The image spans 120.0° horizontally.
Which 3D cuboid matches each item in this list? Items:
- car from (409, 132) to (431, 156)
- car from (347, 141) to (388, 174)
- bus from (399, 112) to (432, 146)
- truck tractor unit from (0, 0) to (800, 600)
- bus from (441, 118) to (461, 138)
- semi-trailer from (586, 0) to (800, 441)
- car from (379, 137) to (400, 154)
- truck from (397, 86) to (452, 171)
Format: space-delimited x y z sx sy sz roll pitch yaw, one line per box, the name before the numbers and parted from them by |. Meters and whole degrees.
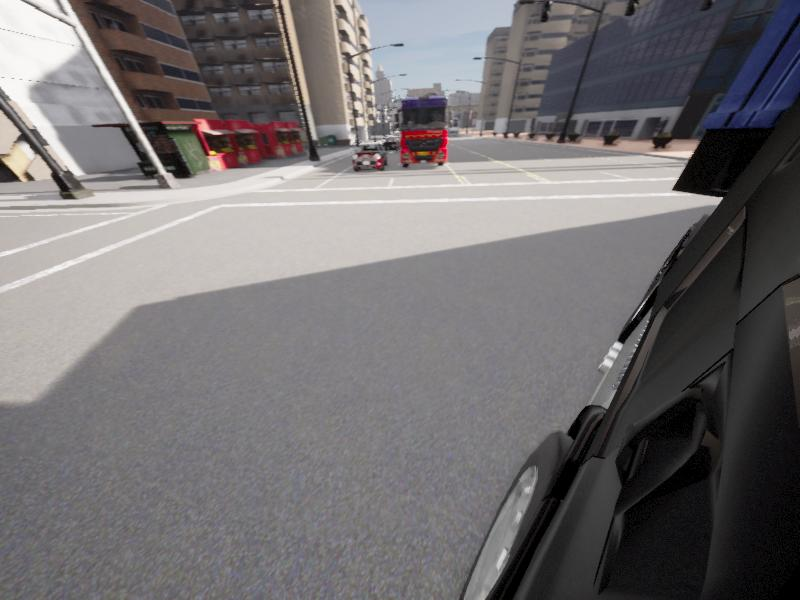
car | 1.991 -16.195 23.894 2.097 1.767 4.553 0 36 3
car | -1.996 -9.647 15.495 1.970 1.475 3.806 0 36 3
bus | 2.396 -30.124 40.875 3.944 4.253 10.273 -5 36 -5
truck tractor unit | 2.645 -0.295 0.351 6.516 4.208 3.053 -28 44 -30
bus | 14.906 -51.170 68.534 3.944 4.253 10.273 0 38 3
semi-trailer | 9.816 -2.425 2.568 14.254 4.402 2.717 -13 37 -13
car | -1.159 -18.445 27.535 1.994 1.385 4.181 1 36 5
truck | 1.560 -12.185 16.742 2.891 3.827 8.468 0 36 3
